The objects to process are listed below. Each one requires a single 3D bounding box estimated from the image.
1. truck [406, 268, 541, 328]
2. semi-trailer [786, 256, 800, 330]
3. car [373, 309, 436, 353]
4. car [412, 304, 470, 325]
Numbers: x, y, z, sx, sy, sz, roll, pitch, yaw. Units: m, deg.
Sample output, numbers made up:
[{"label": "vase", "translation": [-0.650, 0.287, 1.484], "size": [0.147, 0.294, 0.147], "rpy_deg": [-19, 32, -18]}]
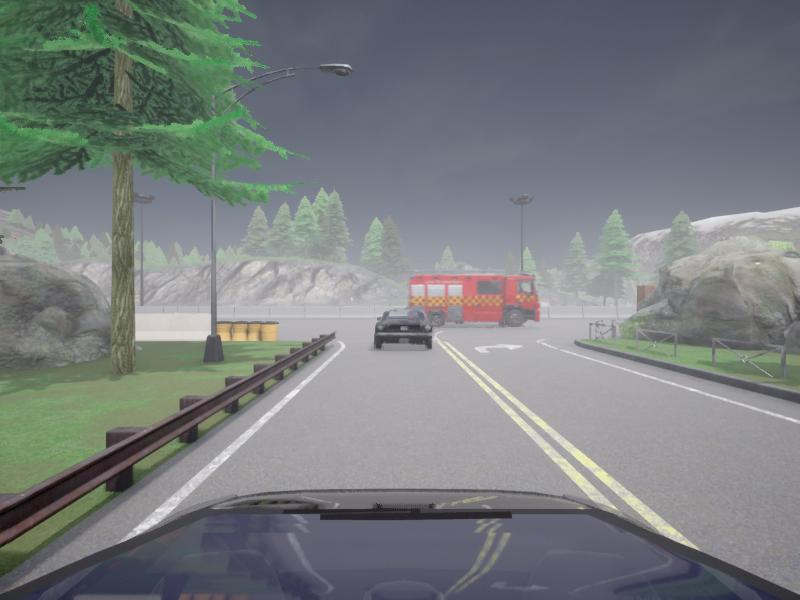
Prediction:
[{"label": "truck", "translation": [4.686, -0.125, 26.674], "size": [8.468, 3.827, 2.891], "rpy_deg": [0, 0, -1]}, {"label": "semi-trailer", "translation": [30.903, -0.423, 23.532], "size": [14.254, 4.402, 2.717], "rpy_deg": [0, 0, -2]}, {"label": "car", "translation": [0.144, 0.968, 14.312], "size": [1.895, 1.301, 4.718], "rpy_deg": [0, -1, 0]}, {"label": "car", "translation": [3.009, 1.050, 30.153], "size": [4.193, 1.474, 1.816], "rpy_deg": [0, 0, -1]}]
